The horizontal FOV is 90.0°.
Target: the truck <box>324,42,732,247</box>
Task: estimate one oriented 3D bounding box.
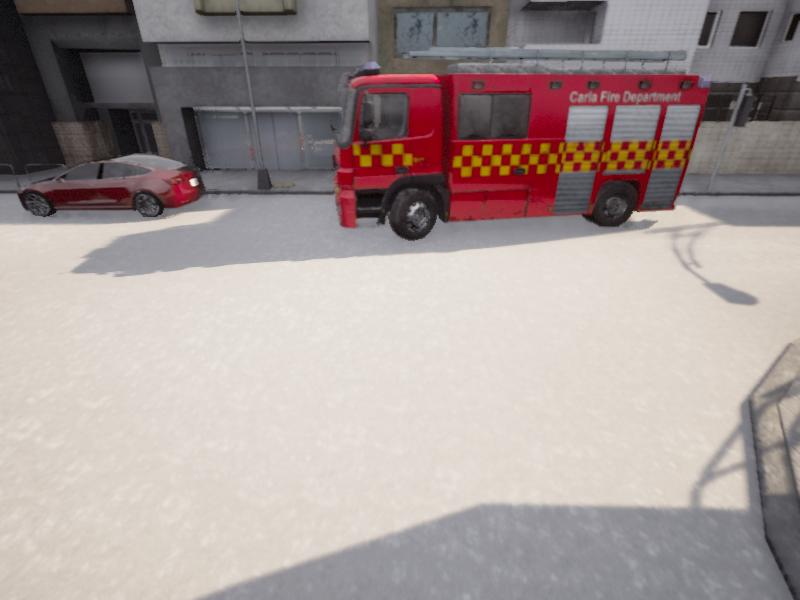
[{"bbox_3d":[2.601,-3.883,9.909,8.468,3.827,2.891,-5,27,-9],"label":"truck"}]

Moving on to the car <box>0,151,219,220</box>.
[{"bbox_3d":[-8.162,-3.318,11.422,4.792,1.488,2.163,1,27,1],"label":"car"}]
